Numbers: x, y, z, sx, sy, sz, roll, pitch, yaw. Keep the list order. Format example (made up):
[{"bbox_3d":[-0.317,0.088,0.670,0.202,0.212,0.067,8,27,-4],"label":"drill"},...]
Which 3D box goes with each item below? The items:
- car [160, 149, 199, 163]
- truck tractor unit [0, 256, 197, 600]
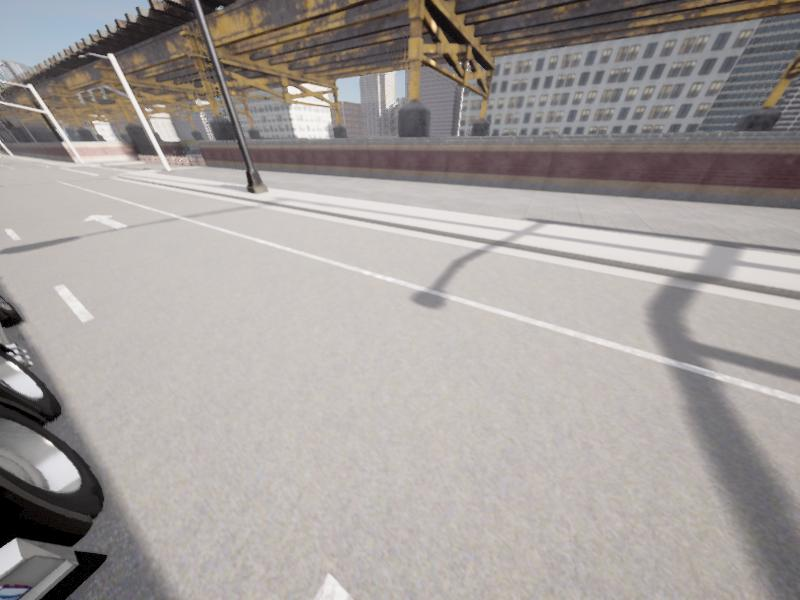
[{"bbox_3d":[-31.841,-20.974,33.538,2.038,1.542,4.974,-9,36,-13],"label":"car"},{"bbox_3d":[-5.131,-0.274,0.799,6.516,4.208,3.053,18,41,25],"label":"truck tractor unit"}]
